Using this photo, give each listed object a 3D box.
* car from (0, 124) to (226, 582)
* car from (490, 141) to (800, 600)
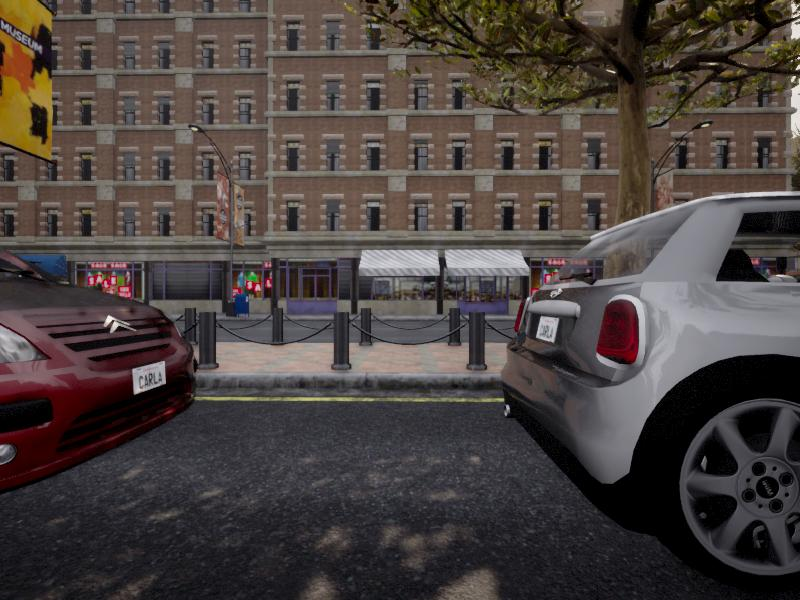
[{"bbox_3d":[-3.390,0.188,2.287,3.988,1.617,1.851,0,0,1],"label":"car"},{"bbox_3d":[2.600,0.253,2.173,3.806,1.475,1.970,0,0,1],"label":"car"}]
